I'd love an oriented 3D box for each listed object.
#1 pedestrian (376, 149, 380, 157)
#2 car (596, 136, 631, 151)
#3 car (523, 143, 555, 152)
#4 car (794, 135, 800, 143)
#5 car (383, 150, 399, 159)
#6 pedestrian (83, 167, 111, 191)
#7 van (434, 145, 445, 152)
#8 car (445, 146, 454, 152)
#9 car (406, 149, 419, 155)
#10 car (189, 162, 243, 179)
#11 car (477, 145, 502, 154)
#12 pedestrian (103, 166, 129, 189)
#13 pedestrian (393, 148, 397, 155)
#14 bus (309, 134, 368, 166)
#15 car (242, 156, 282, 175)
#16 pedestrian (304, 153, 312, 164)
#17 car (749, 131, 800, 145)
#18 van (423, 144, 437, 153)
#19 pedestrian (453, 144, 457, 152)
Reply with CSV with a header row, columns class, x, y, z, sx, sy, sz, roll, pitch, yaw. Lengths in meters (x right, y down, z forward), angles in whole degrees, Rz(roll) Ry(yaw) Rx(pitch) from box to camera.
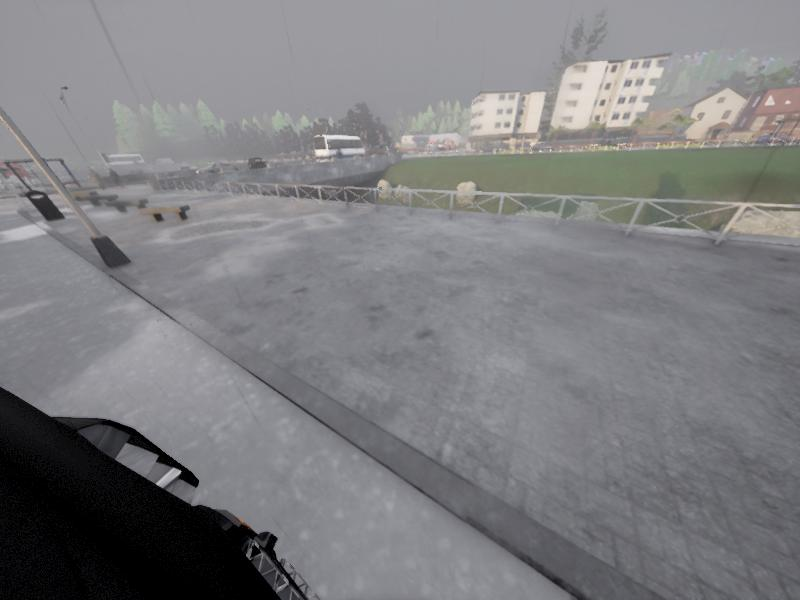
class,x,y,z,sx,sy,sz,roll,pitch,yaw
pedestrian,-5.792,-39.024,61.271,0.751,1.860,0.751,21,41,32
car,36.774,-27.099,39.984,3.866,1.878,1.905,16,38,27
car,28.879,-31.774,48.127,5.357,1.411,2.033,16,38,27
car,59.383,-22.882,32.205,3.806,1.475,1.970,16,38,27
car,-2.112,-34.460,54.609,1.789,1.549,3.705,16,39,27
pedestrian,-28.359,-11.318,21.638,0.751,1.860,0.751,24,42,35
van,14.286,-54.893,83.559,2.069,2.038,4.480,16,38,27
car,17.368,-53.348,81.397,1.789,1.549,3.705,16,38,27
car,3.908,-44.510,69.454,1.895,1.301,4.718,16,38,27
car,-24.189,-17.248,30.576,2.128,1.511,4.902,17,39,27
car,20.220,-34.264,52.506,4.892,1.490,1.837,17,39,27
pedestrian,-27.170,-11.690,22.099,0.751,1.860,0.751,24,42,35
pedestrian,-1.338,-42.906,66.744,0.751,1.860,0.751,-17,36,-19
bus,-10.749,-27.423,42.280,3.944,4.253,10.273,17,37,27
car,-18.713,-18.433,31.561,1.905,1.878,3.866,16,38,26
pedestrian,-18.523,-28.509,46.505,0.751,1.860,0.751,26,43,36
car,52.519,-22.344,31.892,4.193,1.474,1.816,16,38,27
van,10.077,-50.990,77.670,2.351,2.431,6.366,16,38,27
pedestrian,17.057,-47.168,71.612,0.751,1.860,0.751,12,36,21
